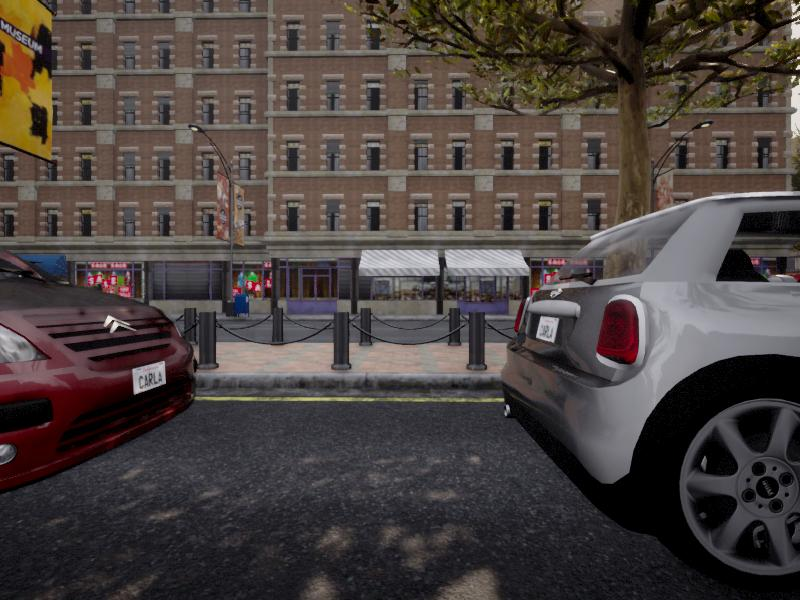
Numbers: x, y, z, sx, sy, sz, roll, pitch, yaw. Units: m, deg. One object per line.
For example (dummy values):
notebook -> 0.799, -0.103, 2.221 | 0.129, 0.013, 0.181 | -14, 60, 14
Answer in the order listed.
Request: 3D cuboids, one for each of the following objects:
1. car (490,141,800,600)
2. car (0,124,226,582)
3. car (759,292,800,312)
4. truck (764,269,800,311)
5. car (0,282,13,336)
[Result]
car -> 2.600, 0.253, 2.173 | 3.806, 1.475, 1.970 | 0, 0, 1
car -> -3.390, 0.188, 2.287 | 3.988, 1.617, 1.851 | 0, 0, 1
car -> 34.548, 0.171, 34.748 | 1.930, 1.638, 5.238 | 0, 0, 0
truck -> 38.063, -0.920, 36.045 | 2.891, 3.827, 8.468 | 0, 0, 1
car -> -12.966, 0.253, 10.479 | 3.806, 1.475, 1.970 | 0, 0, 1
